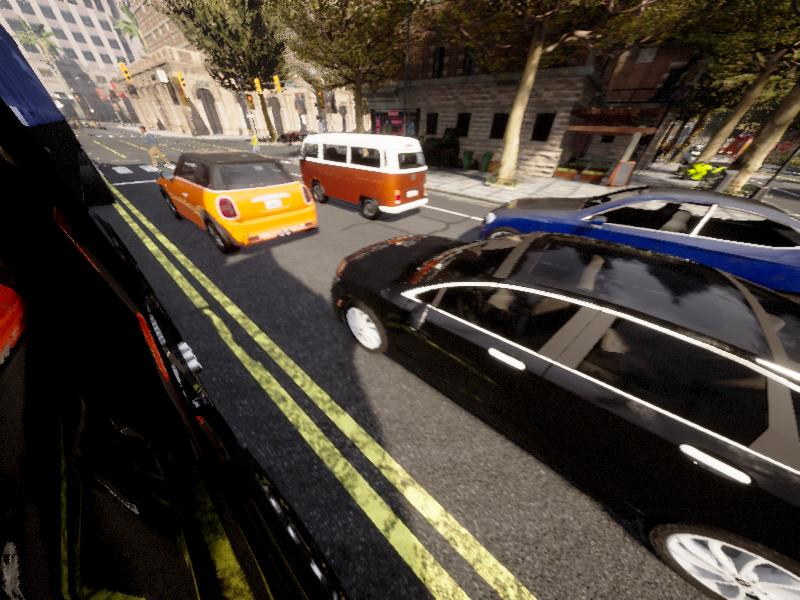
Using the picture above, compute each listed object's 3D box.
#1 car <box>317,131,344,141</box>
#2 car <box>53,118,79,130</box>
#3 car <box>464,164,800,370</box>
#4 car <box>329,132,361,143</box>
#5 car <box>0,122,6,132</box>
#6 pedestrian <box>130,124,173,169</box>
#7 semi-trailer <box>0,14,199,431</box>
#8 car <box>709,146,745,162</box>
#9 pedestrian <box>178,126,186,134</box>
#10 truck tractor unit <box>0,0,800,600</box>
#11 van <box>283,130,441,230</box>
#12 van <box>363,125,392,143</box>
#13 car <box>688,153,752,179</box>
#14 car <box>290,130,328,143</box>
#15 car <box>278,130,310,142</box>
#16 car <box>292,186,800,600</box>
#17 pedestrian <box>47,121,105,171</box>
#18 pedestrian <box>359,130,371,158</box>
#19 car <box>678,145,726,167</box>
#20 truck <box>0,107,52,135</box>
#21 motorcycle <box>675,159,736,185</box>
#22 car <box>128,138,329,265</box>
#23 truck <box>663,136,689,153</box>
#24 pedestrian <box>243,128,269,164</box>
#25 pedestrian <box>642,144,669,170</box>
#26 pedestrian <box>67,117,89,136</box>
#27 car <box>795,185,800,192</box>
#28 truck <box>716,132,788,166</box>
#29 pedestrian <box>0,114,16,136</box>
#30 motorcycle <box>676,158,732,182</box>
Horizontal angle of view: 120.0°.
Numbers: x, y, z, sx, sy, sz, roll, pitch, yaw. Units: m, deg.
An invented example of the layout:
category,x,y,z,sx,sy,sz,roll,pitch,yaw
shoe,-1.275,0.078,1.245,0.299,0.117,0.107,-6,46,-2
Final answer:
category,x,y,z,sx,sy,sz,roll,pitch,yaw
car,-12.658,-29.819,42.111,1.994,1.385,4.181,29,44,31
car,-55.200,-29.070,38.198,4.193,1.474,1.816,28,43,30
car,4.067,-1.099,4.087,5.027,1.651,2.152,27,43,29
car,-9.582,-28.689,40.760,2.033,1.411,5.357,28,43,30
car,-53.548,-22.786,29.860,5.357,1.411,2.033,27,43,29
pedestrian,-12.863,-7.944,12.003,0.751,1.860,0.751,29,44,31
semi-trailer,-8.568,-3.673,4.375,14.254,4.402,2.717,30,44,31
car,58.398,-26.255,41.399,2.150,2.045,5.566,27,43,29
pedestrian,-35.490,-27.694,37.652,0.500,1.100,0.500,27,43,30
truck tractor unit,-2.645,-0.295,0.351,6.516,4.208,3.053,28,44,30
van,-1.296,-4.051,7.381,4.480,2.038,2.069,27,43,29
van,-4.353,-32.724,45.607,1.988,2.561,5.915,28,43,30
car,28.531,-12.180,20.852,2.231,1.521,4.892,28,43,30
car,-14.131,-25.629,36.199,2.038,1.542,4.974,28,43,30
car,-17.175,-26.726,37.621,1.994,1.385,4.181,28,43,30
car,1.315,0.212,2.237,4.892,1.490,1.837,27,43,29
pedestrian,-14.981,-7.113,10.737,0.751,1.860,0.751,29,44,31
pedestrian,-2.897,-12.968,19.211,0.751,1.860,0.751,-6,37,-12
car,38.204,-18.430,29.472,2.435,2.045,5.566,28,43,30
truck,-45.426,-21.704,28.035,5.204,2.467,2.627,27,43,30
motorcycle,19.984,-8.429,15.202,2.033,1.145,0.803,7,47,6
car,-4.136,-2.735,5.617,4.553,1.767,2.097,27,43,29
truck,82.482,-46.775,69.287,2.891,3.827,8.468,28,43,30
pedestrian,-9.323,-9.987,15.005,0.751,1.860,0.751,31,45,33
pedestrian,22.993,-12.872,20.815,0.751,1.860,0.751,24,41,26
pedestrian,-39.373,-21.234,28.260,0.751,1.860,0.751,24,41,26
car,25.149,-6.303,12.805,1.895,1.301,4.718,28,43,30
truck,52.485,-22.839,34.883,2.891,3.827,8.468,28,43,30
pedestrian,-42.248,-18.580,24.474,0.751,1.860,0.751,31,45,32
motorcycle,20.725,-8.888,15.803,1.805,1.236,0.856,7,37,6
